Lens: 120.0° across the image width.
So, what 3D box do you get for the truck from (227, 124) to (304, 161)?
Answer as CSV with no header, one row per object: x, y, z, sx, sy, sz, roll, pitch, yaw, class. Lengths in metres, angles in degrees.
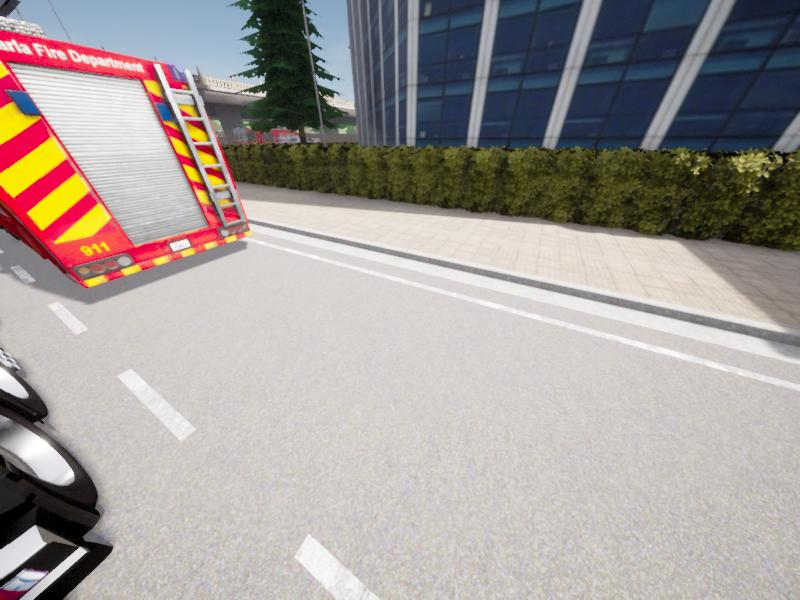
-18.207,-22.053,32.358,2.891,3.827,8.468,17,38,23,truck

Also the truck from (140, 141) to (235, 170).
-20.704,-14.508,23.049,2.390,2.098,6.274,17,39,23,truck

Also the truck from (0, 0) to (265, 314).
-7.824,-3.227,5.345,8.468,3.827,2.891,17,38,23,truck

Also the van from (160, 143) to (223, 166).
-22.967,-16.262,25.687,1.775,1.987,4.442,17,38,23,van

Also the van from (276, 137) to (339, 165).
-10.474,-17.391,26.826,2.351,2.431,6.366,20,40,26,van

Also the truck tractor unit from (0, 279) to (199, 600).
-5.137,-0.274,0.742,6.516,4.208,3.053,17,39,23,truck tractor unit
